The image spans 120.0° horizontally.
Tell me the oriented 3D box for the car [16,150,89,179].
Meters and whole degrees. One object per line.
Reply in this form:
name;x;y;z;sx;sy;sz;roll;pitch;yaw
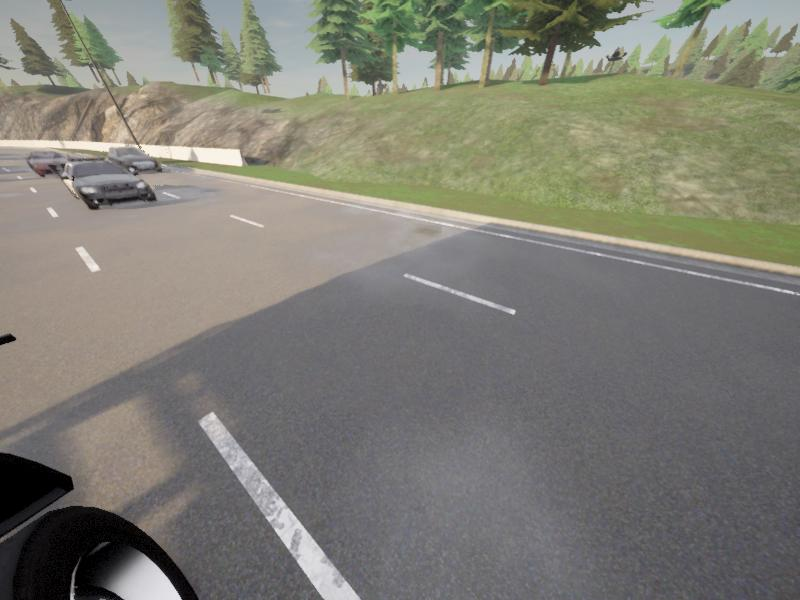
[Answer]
car;-23.705;-9.315;15.764;4.181;1.385;1.994;21;40;27

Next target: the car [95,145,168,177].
car;-19.636;-10.264;16.917;4.856;1.649;2.033;21;40;27

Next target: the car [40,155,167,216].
car;-11.986;-4.811;9.323;4.974;1.542;2.038;22;41;28
